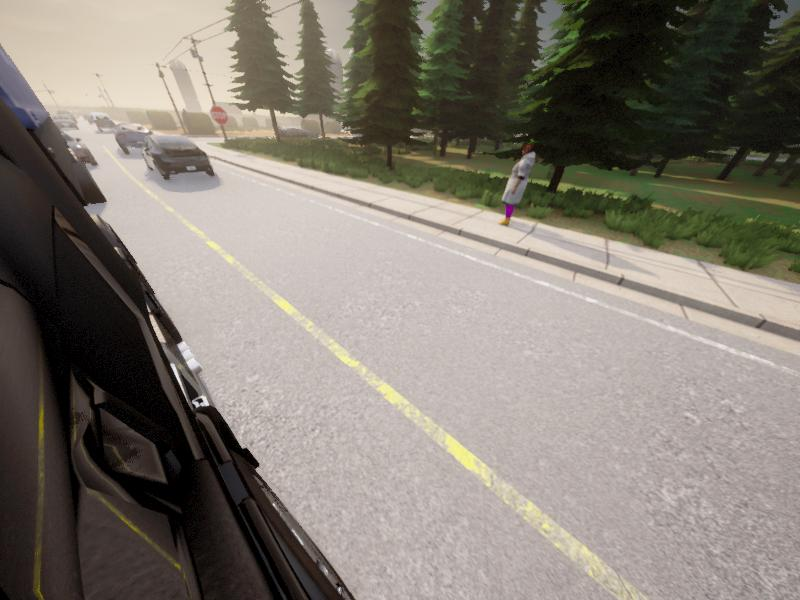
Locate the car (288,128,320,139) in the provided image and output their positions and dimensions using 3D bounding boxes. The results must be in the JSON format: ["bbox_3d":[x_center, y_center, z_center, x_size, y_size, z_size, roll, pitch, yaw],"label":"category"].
[{"bbox_3d":[-15.417,-26.808,37.215,1.994,1.385,4.181,28,43,29],"label":"car"}]

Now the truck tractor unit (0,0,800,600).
[{"bbox_3d":[-2.645,-0.295,0.351,6.516,4.208,3.053,28,44,30],"label":"truck tractor unit"}]

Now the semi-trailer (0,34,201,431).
[{"bbox_3d":[-8.649,-3.652,4.256,14.254,4.402,2.717,29,44,30],"label":"semi-trailer"}]

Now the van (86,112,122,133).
[{"bbox_3d":[-40.038,-24.024,31.225,4.480,2.038,2.069,30,45,31],"label":"van"}]

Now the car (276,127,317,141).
[{"bbox_3d":[-14.851,-23.940,33.342,2.163,1.488,4.792,28,44,29],"label":"car"}]

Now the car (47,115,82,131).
[{"bbox_3d":[-44.955,-23.791,31.021,4.902,1.511,2.128,30,44,31],"label":"car"}]

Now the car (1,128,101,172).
[{"bbox_3d":[-16.484,-7.293,11.104,4.181,1.385,1.994,30,44,31],"label":"car"}]

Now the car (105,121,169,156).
[{"bbox_3d":[-18.439,-11.356,16.169,5.027,1.651,2.152,32,46,33],"label":"car"}]

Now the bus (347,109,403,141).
[{"bbox_3d":[-4.305,-32.470,43.104,3.944,4.253,10.273,28,43,29],"label":"bus"}]

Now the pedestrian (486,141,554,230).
[{"bbox_3d":[2.948,-2.859,5.826,0.751,1.860,0.751,-27,46,-34],"label":"pedestrian"}]

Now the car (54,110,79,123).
[{"bbox_3d":[-69.599,-38.300,48.227,5.566,2.045,2.150,30,45,31],"label":"car"}]

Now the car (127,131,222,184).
[{"bbox_3d":[-10.290,-6.604,10.503,4.892,1.490,1.837,30,44,31],"label":"car"}]
